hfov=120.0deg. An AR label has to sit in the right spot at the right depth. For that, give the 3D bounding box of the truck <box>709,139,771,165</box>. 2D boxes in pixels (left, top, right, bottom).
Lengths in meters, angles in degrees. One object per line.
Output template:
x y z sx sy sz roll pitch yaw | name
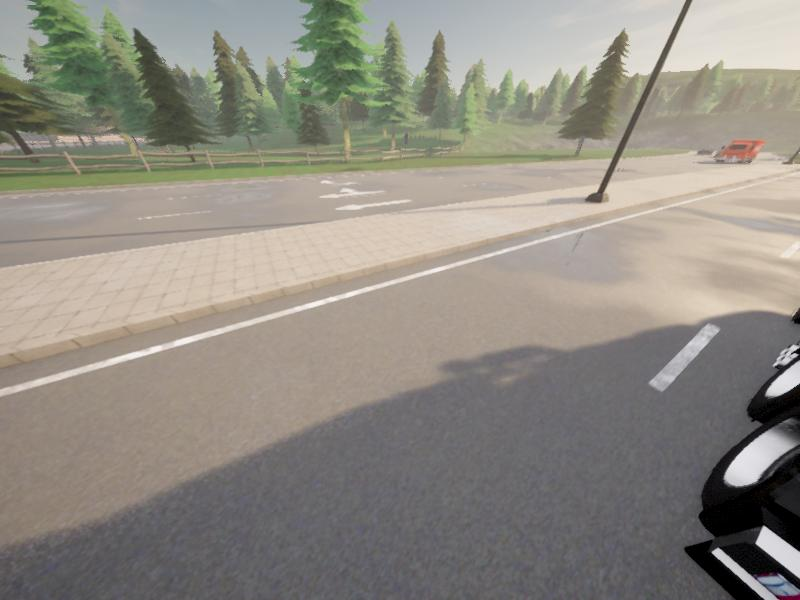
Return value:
42.077 -18.340 28.601 5.204 2.467 2.627 -17 38 -23 | truck

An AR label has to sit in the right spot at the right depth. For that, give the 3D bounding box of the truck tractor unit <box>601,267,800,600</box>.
5.122 -0.289 0.774 6.516 4.208 3.053 -18 39 -24 | truck tractor unit
